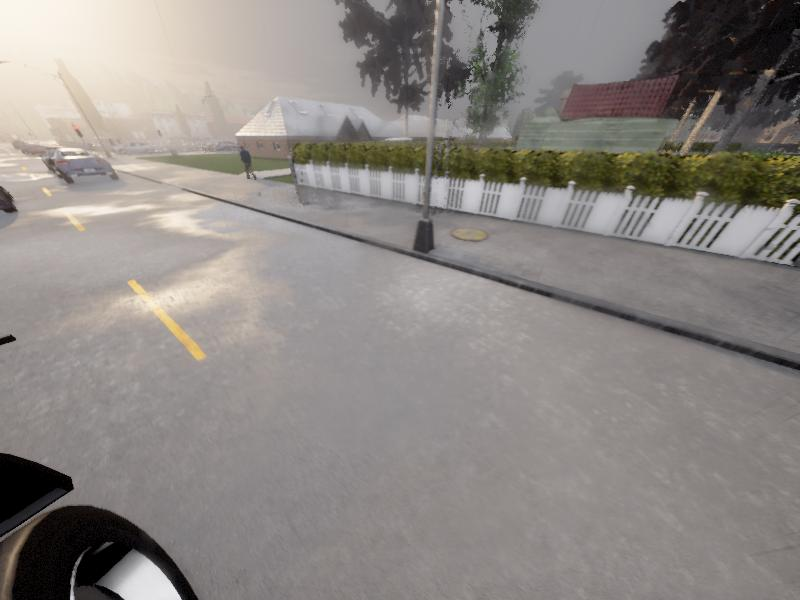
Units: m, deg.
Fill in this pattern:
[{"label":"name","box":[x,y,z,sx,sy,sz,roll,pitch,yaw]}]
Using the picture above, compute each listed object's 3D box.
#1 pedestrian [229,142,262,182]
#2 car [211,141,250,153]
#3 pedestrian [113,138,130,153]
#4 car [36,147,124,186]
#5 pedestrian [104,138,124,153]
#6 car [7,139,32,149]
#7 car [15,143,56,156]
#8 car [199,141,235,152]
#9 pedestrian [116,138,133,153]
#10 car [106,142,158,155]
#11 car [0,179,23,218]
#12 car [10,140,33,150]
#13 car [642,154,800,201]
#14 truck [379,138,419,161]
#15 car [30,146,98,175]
[{"label":"pedestrian","box":[-8.813,-7.910,13.248,0.751,1.860,0.751,22,41,28]},{"label":"car","box":[-29.577,-26.839,40.401,2.033,1.649,4.856,22,41,28]},{"label":"pedestrian","box":[-42.144,-23.426,34.998,0.751,1.860,0.751,20,39,25]},{"label":"car","box":[-19.523,-8.259,14.089,5.027,1.651,2.152,22,41,28]},{"label":"pedestrian","box":[-42.414,-22.919,34.276,0.751,1.860,0.751,2,35,2]},{"label":"car","box":[-79.353,-32.535,48.185,4.974,1.542,2.038,22,41,28]},{"label":"car","box":[-50.778,-21.016,32.187,4.181,1.385,1.994,17,39,23]},{"label":"car","box":[-33.137,-27.901,41.969,2.007,1.525,4.514,22,41,28]},{"label":"pedestrian","box":[-41.558,-23.303,34.843,0.751,1.860,0.751,-16,38,-22]},{"label":"car","box":[-39.645,-22.528,34.286,2.007,1.525,4.514,22,40,27]},{"label":"car","box":[-15.523,-3.844,7.806,4.611,1.667,2.242,22,41,28]},{"label":"car","box":[-73.947,-30.314,45.120,4.193,1.474,1.816,22,41,28]},{"label":"car","box":[14.310,-5.711,10.498,4.181,1.381,1.994,22,41,28]},{"label":"truck","box":[-0.028,-16.809,25.693,2.069,2.038,4.478,22,41,28]},{"label":"car","box":[-25.343,-10.587,17.429,4.974,1.542,2.038,22,41,28]}]
